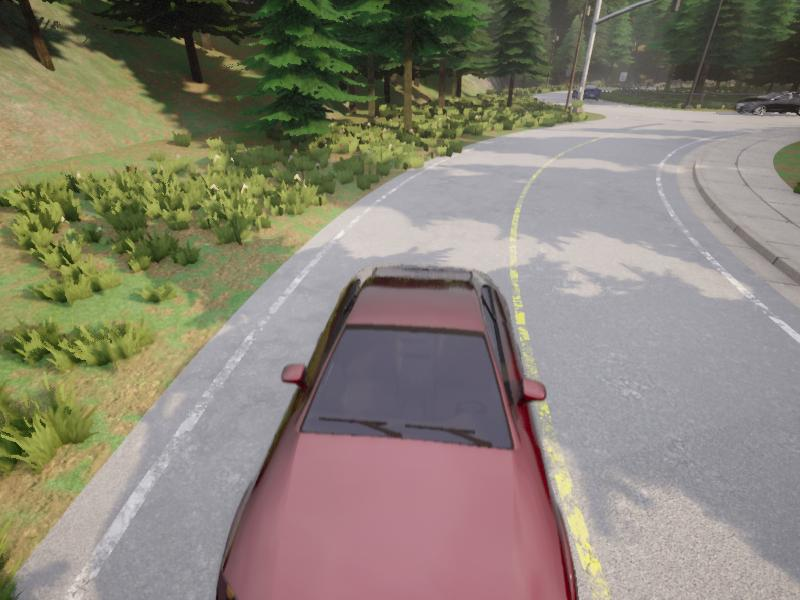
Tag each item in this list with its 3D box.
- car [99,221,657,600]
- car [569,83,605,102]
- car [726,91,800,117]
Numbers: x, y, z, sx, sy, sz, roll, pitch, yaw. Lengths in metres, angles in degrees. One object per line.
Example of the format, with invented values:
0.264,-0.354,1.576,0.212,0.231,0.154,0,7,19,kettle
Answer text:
0.114,0.723,3.424,1.994,1.385,4.181,3,30,5,car
19.200,-21.470,41.304,1.882,1.535,5.008,3,30,7,car
26.617,-13.908,28.327,4.902,1.511,2.128,2,30,3,car
